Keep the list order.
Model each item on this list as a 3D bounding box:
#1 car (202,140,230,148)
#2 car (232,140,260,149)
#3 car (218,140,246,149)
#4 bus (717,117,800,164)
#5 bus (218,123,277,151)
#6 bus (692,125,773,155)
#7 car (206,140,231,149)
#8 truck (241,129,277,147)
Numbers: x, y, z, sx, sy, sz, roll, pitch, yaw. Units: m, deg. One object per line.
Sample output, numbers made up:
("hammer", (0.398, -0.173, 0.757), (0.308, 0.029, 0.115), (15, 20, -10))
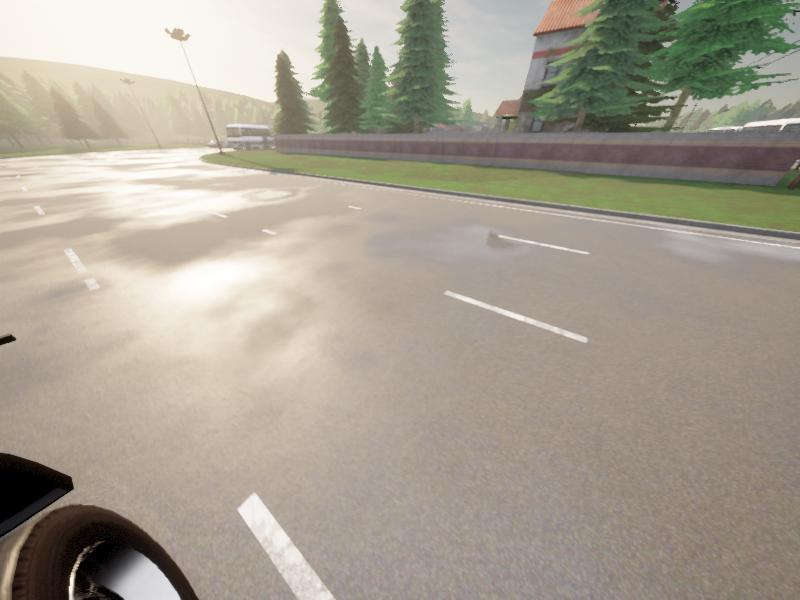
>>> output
("car", (-43.974, -37.333, 55.303), (2.163, 1.488, 4.792), (7, 36, 10))
("car", (-34.257, -34.742, 51.644), (1.801, 1.575, 5.366), (7, 36, 10))
("car", (-37.739, -35.068, 51.989), (2.033, 1.649, 4.856), (7, 36, 10))
("bus", (46.745, -20.047, 29.098), (3.944, 4.253, 10.273), (19, 39, 25))
("bus", (-31.185, -34.006, 48.264), (3.944, 4.253, 10.273), (5, 35, 7))
("bus", (63.320, -30.925, 44.672), (3.944, 4.253, 10.273), (16, 38, 20))
("car", (-41.208, -35.320, 52.460), (1.816, 1.474, 4.193), (7, 36, 10))
("truck", (-39.752, -46.129, 65.786), (2.891, 3.827, 8.468), (11, 37, 15))
